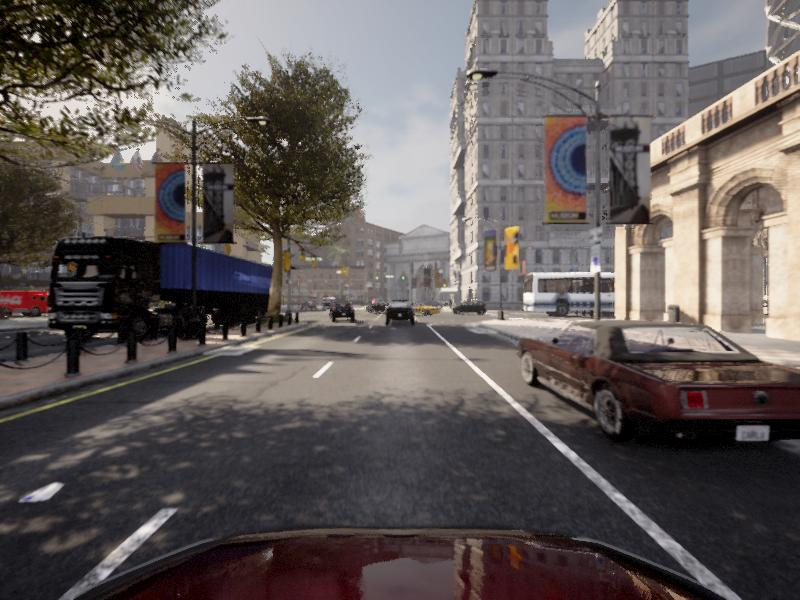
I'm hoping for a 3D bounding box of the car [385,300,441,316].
[{"bbox_3d":[1.317,0.808,40.329,5.366,1.575,1.801,-1,0,21],"label":"car"}]

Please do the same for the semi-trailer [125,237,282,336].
[{"bbox_3d":[-10.929,-0.615,25.079,2.717,4.402,14.254,0,0,1],"label":"semi-trailer"}]

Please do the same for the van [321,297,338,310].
[{"bbox_3d":[-11.477,0.574,65.295,2.069,2.038,4.480,0,0,0],"label":"van"}]

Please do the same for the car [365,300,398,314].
[{"bbox_3d":[-2.071,0.819,46.317,3.705,1.549,1.789,0,0,0],"label":"car"}]

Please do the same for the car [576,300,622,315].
[{"bbox_3d":[21.280,0.790,42.943,3.988,1.617,1.851,0,0,0],"label":"car"}]

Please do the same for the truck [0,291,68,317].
[{"bbox_3d":[-36.200,0.356,39.135,5.204,2.467,2.627,0,0,0],"label":"truck"}]

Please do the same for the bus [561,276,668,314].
[{"bbox_3d":[24.566,-0.531,46.332,10.273,4.253,3.944,0,0,0],"label":"bus"}]

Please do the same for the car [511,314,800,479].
[{"bbox_3d":[3.252,0.939,5.910,1.895,1.301,4.718,0,0,0],"label":"car"}]

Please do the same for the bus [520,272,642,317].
[{"bbox_3d":[17.584,-0.532,39.544,10.273,4.253,3.944,0,0,0],"label":"bus"}]

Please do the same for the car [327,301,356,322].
[{"bbox_3d":[-4.596,0.827,31.048,1.845,1.501,3.633,0,0,-15],"label":"car"}]

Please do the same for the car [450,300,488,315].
[{"bbox_3d":[7.363,0.816,42.869,3.705,1.549,1.789,0,0,0],"label":"car"}]

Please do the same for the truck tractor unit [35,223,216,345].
[{"bbox_3d":[-11.072,-0.521,17.172,3.053,4.208,6.516,0,0,3],"label":"truck tractor unit"}]

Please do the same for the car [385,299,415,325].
[{"bbox_3d":[0.002,0.772,27.829,1.930,1.638,5.238,0,0,0],"label":"car"}]
